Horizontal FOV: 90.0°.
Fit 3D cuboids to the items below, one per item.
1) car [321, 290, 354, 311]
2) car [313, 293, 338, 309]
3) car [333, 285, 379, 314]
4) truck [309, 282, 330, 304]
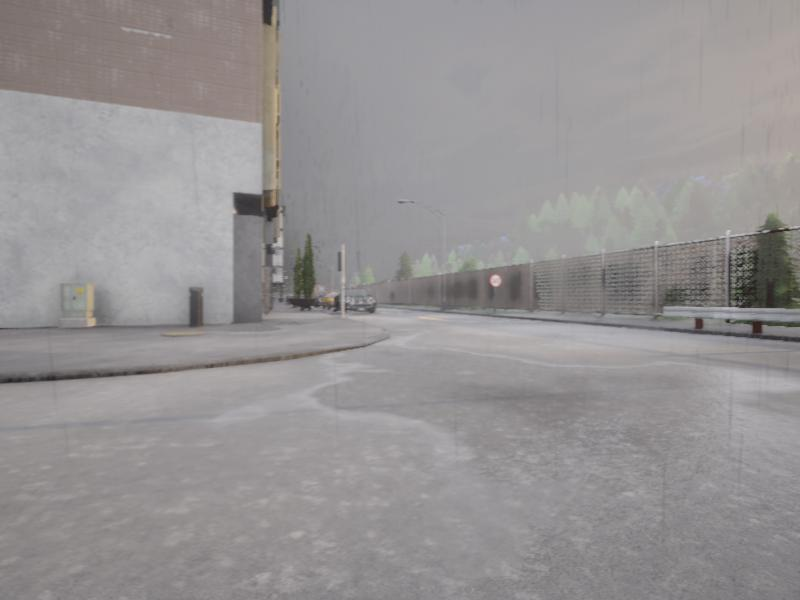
[{"bbox_3d":[-5.285,0.042,33.163,1.801,1.575,5.366,0,0,-18],"label":"car"},{"bbox_3d":[-7.467,0.062,39.717,1.970,1.475,3.806,0,0,-19],"label":"car"},{"bbox_3d":[-3.034,-0.031,26.411,2.097,1.767,4.553,0,0,-18],"label":"car"},{"bbox_3d":[-15.446,-1.288,76.314,2.891,3.827,8.468,0,0,-18],"label":"truck"}]
